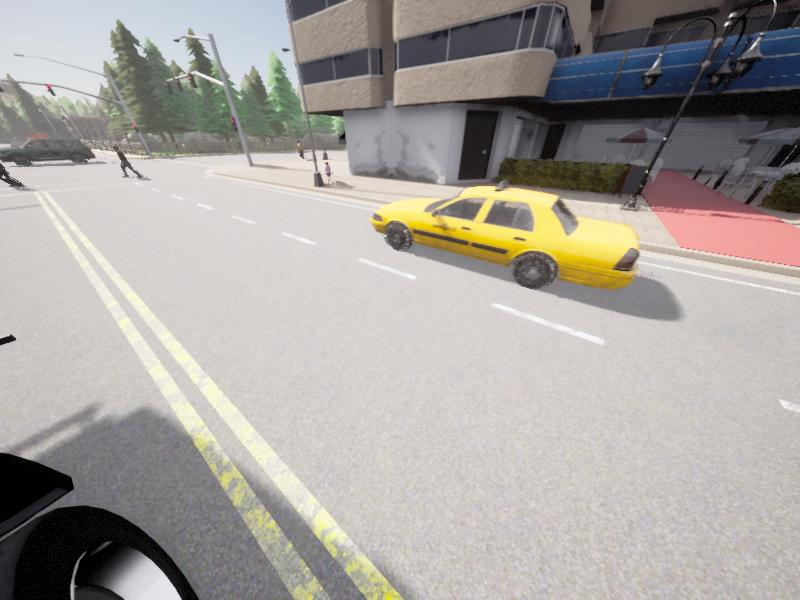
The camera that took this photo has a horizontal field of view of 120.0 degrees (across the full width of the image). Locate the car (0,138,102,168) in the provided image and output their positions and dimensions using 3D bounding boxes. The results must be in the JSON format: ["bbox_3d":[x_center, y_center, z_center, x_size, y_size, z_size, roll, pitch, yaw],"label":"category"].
[{"bbox_3d":[-32.444,-13.630,21.300,2.150,2.045,5.566,22,40,28],"label":"car"}]

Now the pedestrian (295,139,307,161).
[{"bbox_3d":[-10.175,-15.398,23.742,0.751,1.860,0.751,-14,38,-20],"label":"pedestrian"}]

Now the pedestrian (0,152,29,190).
[{"bbox_3d":[-19.874,-6.552,11.448,0.751,1.860,0.751,23,41,29],"label":"pedestrian"}]

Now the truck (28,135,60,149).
[{"bbox_3d":[-76.949,-34.167,49.889,5.204,2.467,2.627,22,41,28],"label":"truck"}]

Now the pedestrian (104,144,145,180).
[{"bbox_3d":[-17.002,-8.526,14.289,0.751,1.860,0.751,22,41,28],"label":"pedestrian"}]

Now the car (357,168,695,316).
[{"bbox_3d":[1.751,-1.713,5.002,5.366,1.575,1.801,22,41,28],"label":"car"}]

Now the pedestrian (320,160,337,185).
[{"bbox_3d":[-3.793,-6.823,12.345,0.500,1.100,0.500,20,40,25],"label":"pedestrian"}]

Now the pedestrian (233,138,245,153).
[{"bbox_3d":[-24.635,-23.625,35.353,0.751,1.860,0.751,23,41,29],"label":"pedestrian"}]
